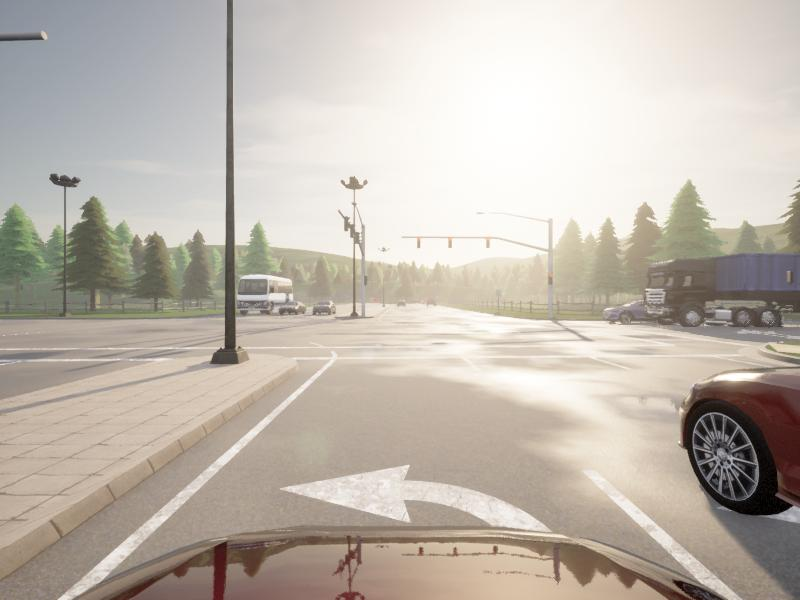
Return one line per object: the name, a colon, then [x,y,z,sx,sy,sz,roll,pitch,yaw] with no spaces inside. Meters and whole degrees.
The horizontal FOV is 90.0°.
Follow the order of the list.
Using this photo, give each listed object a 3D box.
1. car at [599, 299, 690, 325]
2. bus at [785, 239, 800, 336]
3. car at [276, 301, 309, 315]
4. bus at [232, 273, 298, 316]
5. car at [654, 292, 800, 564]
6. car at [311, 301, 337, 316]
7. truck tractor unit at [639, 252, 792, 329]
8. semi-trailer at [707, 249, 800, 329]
car: [16.377,0.755,27.010,4.856,1.649,2.033,0,0,3]
bus: [22.708,-0.549,16.250,10.273,4.253,3.944,0,0,1]
car: [-11.492,0.857,43.184,2.033,1.411,5.357,0,0,0]
bus: [-14.869,-0.573,45.259,3.944,4.253,10.273,0,0,0]
car: [3.500,0.779,1.307,2.152,1.651,5.027,0,0,0]
car: [-7.991,0.807,42.501,1.837,1.490,4.892,0,0,0]
truck tractor unit: [18.193,-0.537,23.438,6.516,4.208,3.053,0,0,1]
semi-trailer: [26.106,-0.638,23.327,14.254,4.402,2.717,0,0,1]
